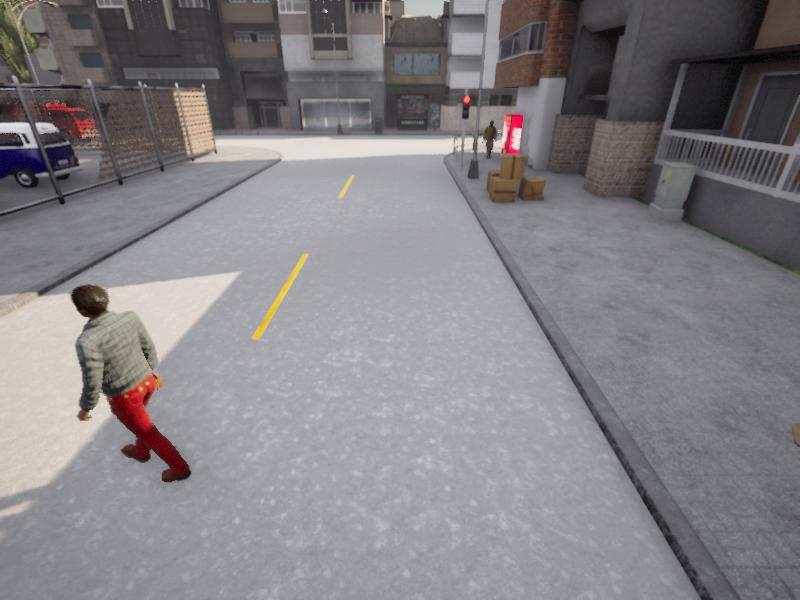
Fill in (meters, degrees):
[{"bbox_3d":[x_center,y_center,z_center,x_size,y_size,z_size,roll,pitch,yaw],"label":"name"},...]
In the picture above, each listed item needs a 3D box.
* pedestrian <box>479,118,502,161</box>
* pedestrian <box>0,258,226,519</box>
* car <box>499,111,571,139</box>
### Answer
[{"bbox_3d":[4.271,-7.593,18.933,0.751,1.860,0.751,1,27,2],"label":"pedestrian"},{"bbox_3d":[-2.100,0.702,3.122,0.751,1.860,0.751,5,28,10],"label":"pedestrian"},{"bbox_3d":[10.016,-13.161,30.082,4.553,1.767,2.097,0,27,0],"label":"car"}]
